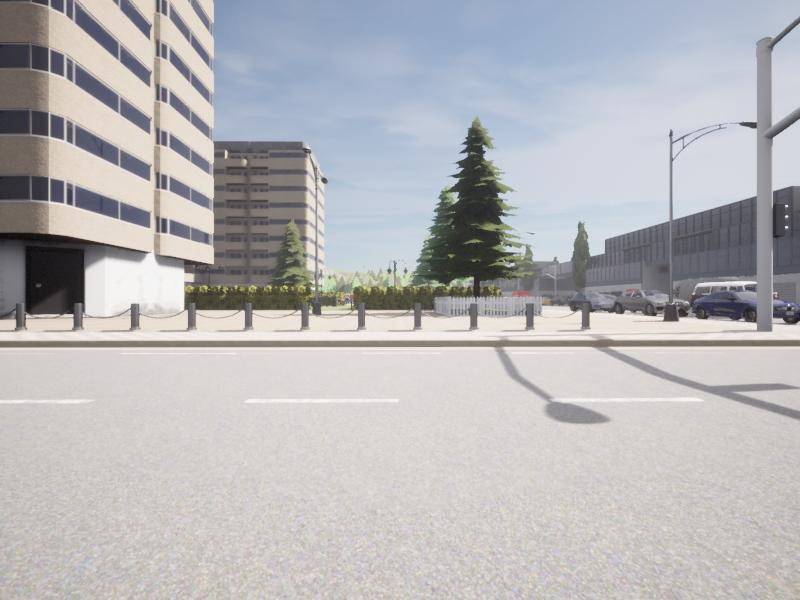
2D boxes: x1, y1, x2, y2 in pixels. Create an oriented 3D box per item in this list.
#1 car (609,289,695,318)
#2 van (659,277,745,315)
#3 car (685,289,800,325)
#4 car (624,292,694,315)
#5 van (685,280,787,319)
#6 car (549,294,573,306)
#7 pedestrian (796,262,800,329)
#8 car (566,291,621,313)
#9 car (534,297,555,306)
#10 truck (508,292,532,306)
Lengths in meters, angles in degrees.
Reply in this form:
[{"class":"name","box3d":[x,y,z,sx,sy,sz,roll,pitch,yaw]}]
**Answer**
[{"class":"car","box3d":[15.509,0.181,25.024,2.152,1.651,5.027,0,0,-1]},{"class":"van","box3d":[22.453,-0.278,30.133,1.988,2.561,5.915,0,0,-1]},{"class":"car","box3d":[15.535,0.270,18.225,1.812,1.442,4.674,0,0,1]},{"class":"car","box3d":[18.953,0.223,29.598,1.882,1.535,5.008,0,0,-1]},{"class":"van","box3d":[19.027,-0.029,23.001,2.069,2.038,4.480,0,0,-1]},{"class":"car","box3d":[25.550,0.052,63.515,1.932,1.855,4.605,0,0,-1]},{"class":"pedestrian","box3d":[11.404,-0.115,10.769,0.751,1.860,0.751,0,0,9]},{"class":"car","box3d":[15.420,0.178,32.250,2.033,1.649,4.856,0,0,-1]},{"class":"car","box3d":[25.465,0.220,70.705,1.801,1.575,5.366,0,0,-1]},{"class":"truck","box3d":[21.929,-0.245,73.387,2.627,2.467,5.204,0,0,-1]}]
